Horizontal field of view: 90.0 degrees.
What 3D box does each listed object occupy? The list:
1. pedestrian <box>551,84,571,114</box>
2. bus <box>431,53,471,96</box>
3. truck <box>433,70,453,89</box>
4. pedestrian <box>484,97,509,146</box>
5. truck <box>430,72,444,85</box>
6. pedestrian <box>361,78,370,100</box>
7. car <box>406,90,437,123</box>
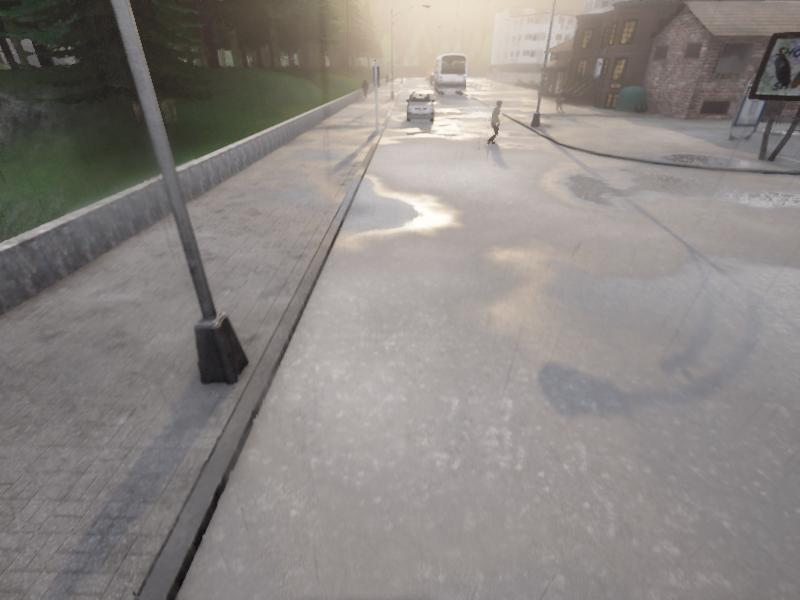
[{"bbox_3d":[11.238,-14.053,27.954,0.751,1.860,0.751,-1,30,-2],"label":"pedestrian"},{"bbox_3d":[6.053,-28.115,49.892,3.944,4.253,10.273,1,30,1],"label":"bus"},{"bbox_3d":[6.560,-34.175,62.023,2.627,2.467,5.204,1,30,1],"label":"truck"},{"bbox_3d":[4.118,-7.658,17.214,0.751,1.860,0.751,2,30,3],"label":"pedestrian"},{"bbox_3d":[7.064,-42.904,77.321,2.390,2.098,6.274,1,30,1],"label":"truck"},{"bbox_3d":[-3.489,-21.175,40.131,0.751,1.860,0.751,1,30,2],"label":"pedestrian"},{"bbox_3d":[1.307,-12.604,25.976,1.851,1.617,3.988,1,30,1],"label":"car"}]
